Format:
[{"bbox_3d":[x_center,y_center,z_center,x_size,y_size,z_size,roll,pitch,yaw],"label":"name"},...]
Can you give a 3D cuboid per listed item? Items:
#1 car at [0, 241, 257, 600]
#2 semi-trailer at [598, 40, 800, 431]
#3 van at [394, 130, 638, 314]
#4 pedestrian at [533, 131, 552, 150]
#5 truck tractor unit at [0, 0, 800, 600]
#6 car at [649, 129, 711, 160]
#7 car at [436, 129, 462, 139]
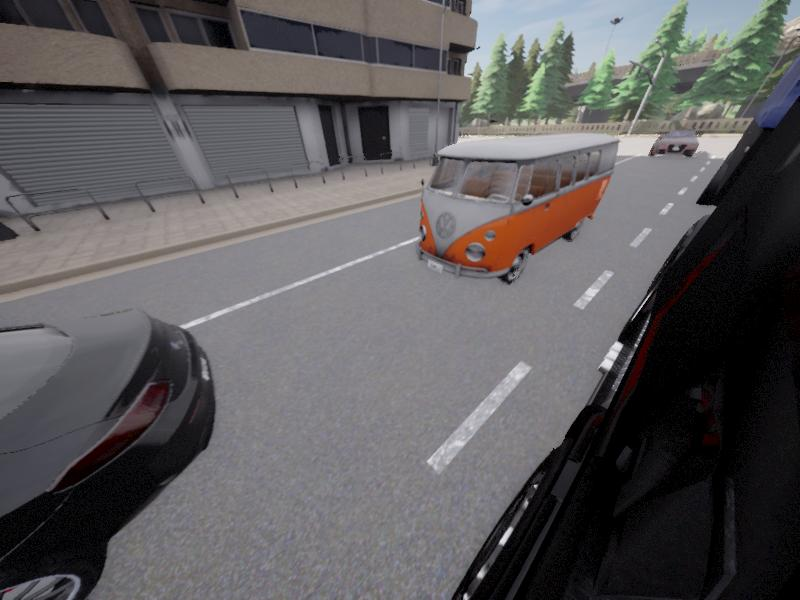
[{"bbox_3d":[-3.523,1.387,0.790,4.674,1.442,1.812,-28,44,-30],"label":"car"},{"bbox_3d":[8.696,-3.603,4.236,14.254,4.402,2.717,-28,44,-30],"label":"semi-trailer"},{"bbox_3d":[2.226,-1.890,4.374,4.442,1.987,1.775,-28,44,-30],"label":"van"},{"bbox_3d":[12.167,-13.623,19.749,0.751,1.300,0.751,-27,43,-29],"label":"pedestrian"},{"bbox_3d":[2.645,-0.295,0.351,6.516,4.208,3.053,-28,44,-30],"label":"truck tractor unit"},{"bbox_3d":[18.117,-10.303,15.176,1.994,1.385,4.181,26,45,33],"label":"car"},{"bbox_3d":[9.796,-33.357,46.337,1.837,1.490,4.892,-31,45,-33],"label":"car"}]
